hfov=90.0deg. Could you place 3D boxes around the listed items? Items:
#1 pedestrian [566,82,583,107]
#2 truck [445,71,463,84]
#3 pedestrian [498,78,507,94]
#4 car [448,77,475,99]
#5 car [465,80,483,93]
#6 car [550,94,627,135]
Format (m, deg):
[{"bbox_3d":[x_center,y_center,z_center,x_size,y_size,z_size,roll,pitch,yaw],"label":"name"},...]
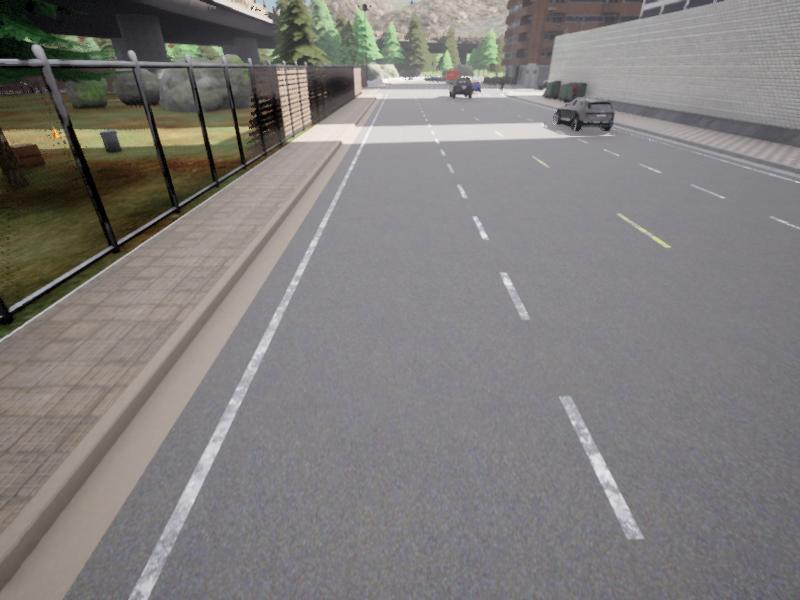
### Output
[{"bbox_3d":[14.875,-17.570,34.143,0.751,1.860,0.751,0,30,1],"label":"pedestrian"},{"bbox_3d":[11.771,-48.468,87.114,2.627,2.467,5.204,9,31,16],"label":"truck"},{"bbox_3d":[13.813,-28.870,54.023,0.751,1.860,0.751,26,39,37],"label":"pedestrian"},{"bbox_3d":[7.065,-24.676,46.551,2.150,2.045,5.566,0,30,0],"label":"car"},{"bbox_3d":[10.576,-30.809,57.676,1.816,1.474,4.193,0,30,0],"label":"car"},{"bbox_3d":[10.537,-10.704,22.896,2.033,1.649,4.856,0,30,0],"label":"car"}]
